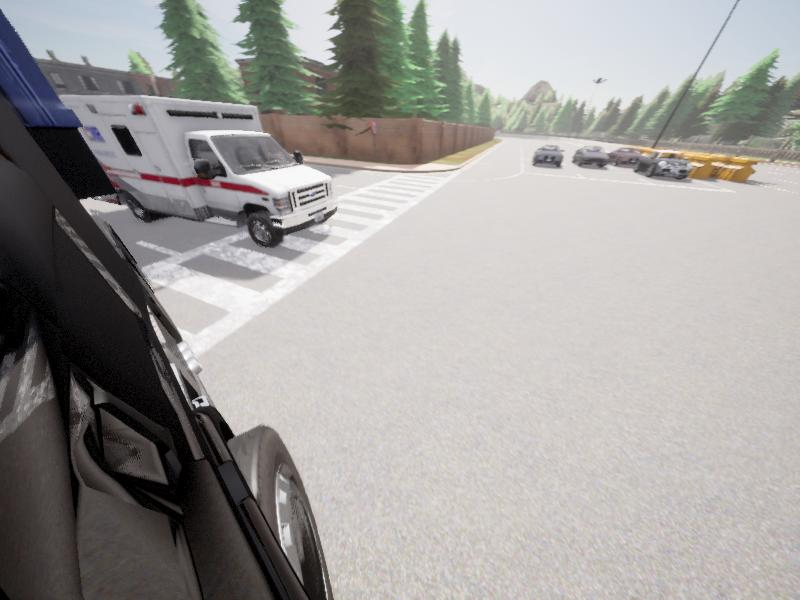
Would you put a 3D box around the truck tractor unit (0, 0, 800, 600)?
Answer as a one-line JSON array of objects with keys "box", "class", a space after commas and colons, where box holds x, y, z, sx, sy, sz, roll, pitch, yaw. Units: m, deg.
[{"box": [-2.645, -0.295, 0.351, 6.516, 4.208, 3.053, 28, 44, 30], "class": "truck tractor unit"}]

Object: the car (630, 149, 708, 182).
[{"box": [18.105, -9.348, 15.870, 1.970, 1.475, 3.806, 16, 39, 17], "class": "car"}]

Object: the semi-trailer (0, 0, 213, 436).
[{"box": [-9.504, -2.877, 3.223, 14.254, 4.402, 2.717, 18, 39, 19], "class": "semi-trailer"}]

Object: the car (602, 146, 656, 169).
[{"box": [20.520, -13.004, 20.958, 1.994, 1.385, 4.181, 14, 39, 15], "class": "car"}]

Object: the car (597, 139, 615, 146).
[{"box": [56.219, -43.108, 63.080, 1.895, 1.301, 4.718, 11, 38, 11], "class": "car"}]

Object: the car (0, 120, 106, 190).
[{"box": [-14.137, -5.504, 8.564, 4.605, 1.855, 1.932, 15, 39, 17], "class": "car"}]

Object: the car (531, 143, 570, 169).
[{"box": [12.326, -12.052, 19.217, 1.994, 1.385, 4.181, 16, 39, 17], "class": "car"}]

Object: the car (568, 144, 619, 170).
[{"box": [16.556, -12.566, 20.124, 2.033, 1.411, 5.357, 16, 39, 17], "class": "car"}]

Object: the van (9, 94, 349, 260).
[{"box": [-4.734, -3.164, 5.539, 6.366, 2.431, 2.351, 15, 39, 16], "class": "van"}]

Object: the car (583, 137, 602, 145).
[{"box": [52.761, -43.663, 63.438, 2.128, 1.511, 4.902, 11, 38, 11], "class": "car"}]
